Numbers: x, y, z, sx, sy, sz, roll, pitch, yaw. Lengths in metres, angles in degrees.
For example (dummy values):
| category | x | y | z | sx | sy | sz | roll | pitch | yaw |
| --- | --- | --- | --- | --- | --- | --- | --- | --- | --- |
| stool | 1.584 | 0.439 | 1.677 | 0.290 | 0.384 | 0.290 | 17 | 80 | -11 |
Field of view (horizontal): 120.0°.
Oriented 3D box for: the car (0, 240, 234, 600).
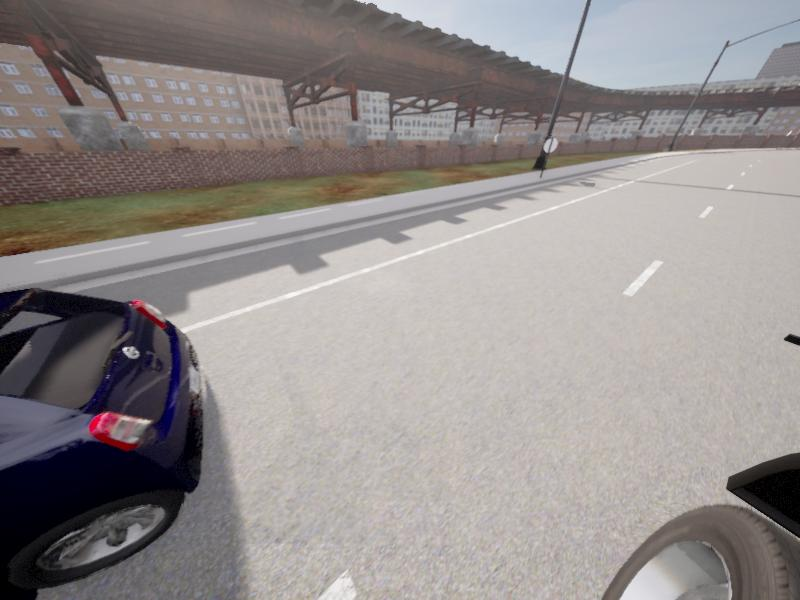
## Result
| category | x | y | z | sx | sy | sz | roll | pitch | yaw |
| --- | --- | --- | --- | --- | --- | --- | --- | --- | --- |
| car | -3.240 | 1.139 | 0.997 | 3.633 | 1.501 | 1.845 | -23 | 41 | -29 |
